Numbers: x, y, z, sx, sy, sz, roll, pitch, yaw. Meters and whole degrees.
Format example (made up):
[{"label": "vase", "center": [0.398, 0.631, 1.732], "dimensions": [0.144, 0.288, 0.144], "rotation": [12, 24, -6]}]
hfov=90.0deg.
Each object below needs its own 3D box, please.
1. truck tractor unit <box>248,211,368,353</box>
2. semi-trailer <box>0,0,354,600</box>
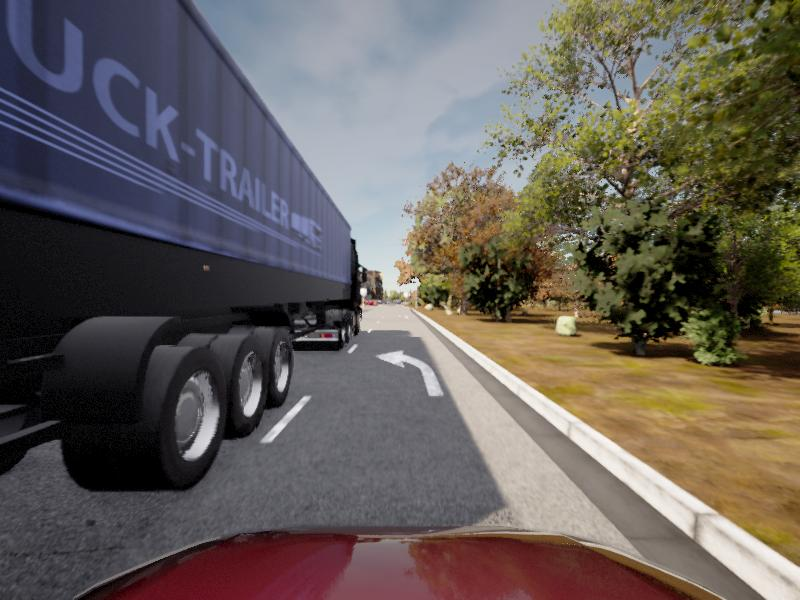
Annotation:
[{"label": "truck tractor unit", "center": [-3.002, -0.567, 15.181], "dimensions": [3.053, 4.208, 6.516], "rotation": [0, 1, 0]}, {"label": "semi-trailer", "center": [-2.996, -0.633, 7.269], "dimensions": [2.717, 4.402, 14.254], "rotation": [0, 0, 0]}]
